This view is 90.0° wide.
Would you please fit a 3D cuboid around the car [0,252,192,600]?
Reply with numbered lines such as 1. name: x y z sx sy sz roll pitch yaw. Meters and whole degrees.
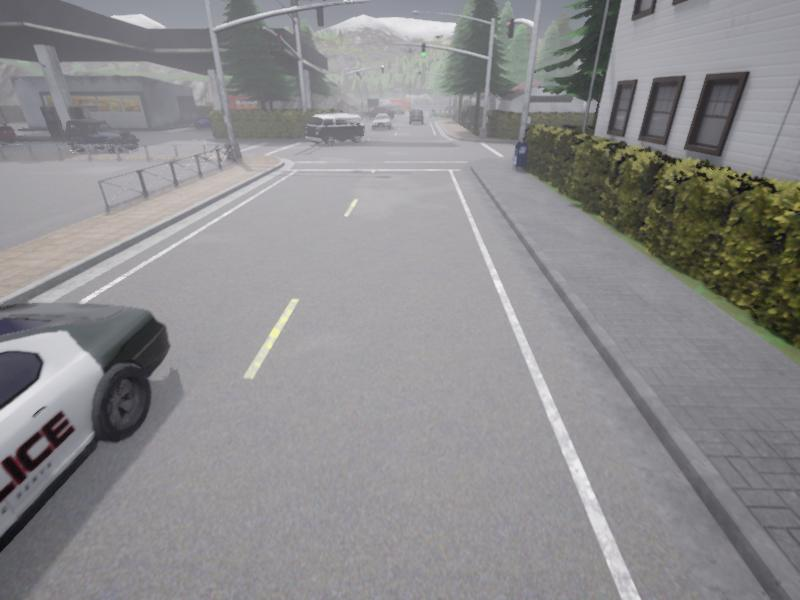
1. car: -3.688 1.319 2.417 2.038 1.542 4.974 1 27 2

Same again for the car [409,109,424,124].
1. car: 2.039 -22.578 49.208 1.789 1.549 3.705 1 27 2

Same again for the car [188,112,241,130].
1. car: -20.395 -19.782 44.181 4.611 1.667 2.242 1 27 2

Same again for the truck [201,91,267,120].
1. truck: -25.565 -30.131 61.942 8.468 3.827 2.891 1 27 3

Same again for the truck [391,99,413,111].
1. truck: 0.486 -47.423 97.309 5.204 2.467 2.627 1 27 2

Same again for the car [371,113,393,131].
1. car: -1.829 -18.762 42.062 1.812 1.442 4.674 0 27 3

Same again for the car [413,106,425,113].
1. car: 3.933 -39.683 83.324 1.895 1.301 4.718 4 26 8

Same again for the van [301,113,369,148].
1. van: -4.634 -12.455 29.178 2.069 2.038 4.480 26 36 37

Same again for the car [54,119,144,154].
1. car: -19.097 -10.482 25.565 3.866 1.878 1.905 2 27 2

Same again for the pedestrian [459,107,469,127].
1. pedestrian: 6.500 -18.614 40.715 0.751 1.860 0.751 6 28 12

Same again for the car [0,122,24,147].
1. car: -30.840 -12.153 29.247 4.514 1.525 2.007 1 27 2

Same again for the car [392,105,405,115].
1. car: -0.259 -35.509 74.571 2.038 1.542 4.974 1 27 2

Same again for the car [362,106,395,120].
1. car: -3.235 -28.378 60.575 4.553 1.767 2.097 15 31 28
